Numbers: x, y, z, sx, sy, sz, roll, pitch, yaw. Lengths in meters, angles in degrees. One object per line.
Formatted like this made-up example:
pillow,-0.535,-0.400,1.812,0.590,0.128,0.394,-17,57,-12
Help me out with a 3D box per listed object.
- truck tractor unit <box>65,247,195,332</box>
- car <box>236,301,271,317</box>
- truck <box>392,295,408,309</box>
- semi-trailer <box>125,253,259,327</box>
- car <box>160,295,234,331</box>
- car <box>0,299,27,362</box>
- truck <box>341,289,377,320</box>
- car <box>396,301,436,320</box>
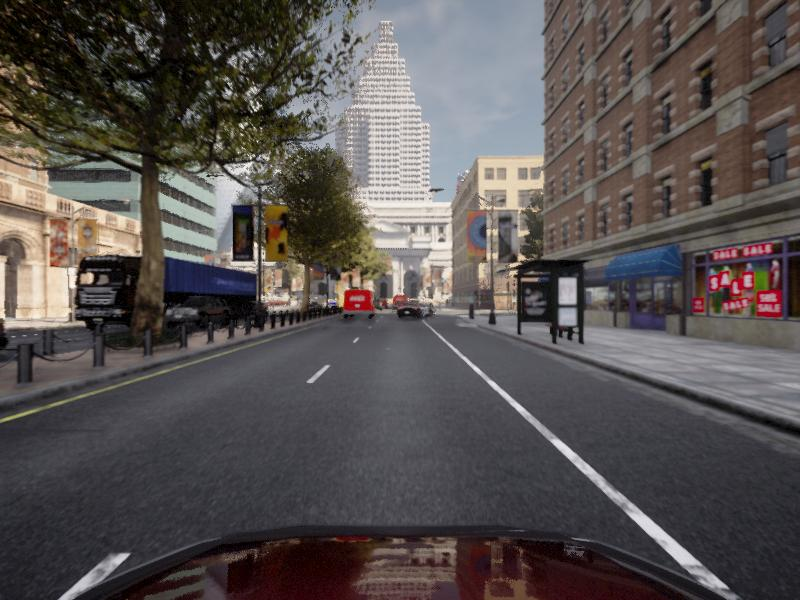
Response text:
truck tractor unit,-14.976,-0.515,23.002,3.053,4.208,6.516,0,0,0
car,-14.980,0.858,41.138,1.837,1.490,4.892,0,0,0
truck,0.034,0.368,70.623,2.627,2.467,5.204,0,-1,0
semi-trailer,-14.896,-0.608,30.916,2.717,4.402,14.254,0,0,1
car,-11.485,0.659,23.074,1.932,1.855,4.605,0,0,0
car,-11.497,0.782,8.794,2.033,1.649,4.856,0,-1,0
truck,-3.482,0.368,35.329,2.627,2.467,5.204,0,0,0
car,1.499,0.839,35.759,2.038,1.542,4.974,0,0,21
